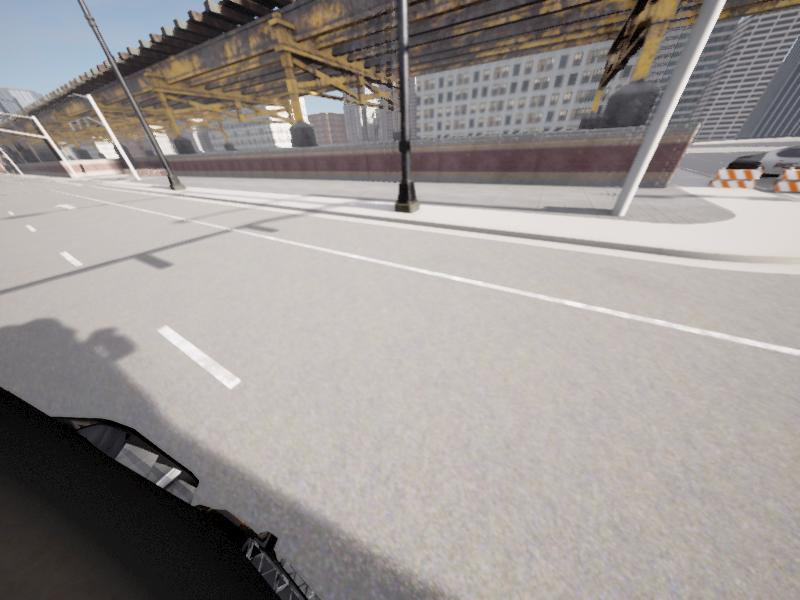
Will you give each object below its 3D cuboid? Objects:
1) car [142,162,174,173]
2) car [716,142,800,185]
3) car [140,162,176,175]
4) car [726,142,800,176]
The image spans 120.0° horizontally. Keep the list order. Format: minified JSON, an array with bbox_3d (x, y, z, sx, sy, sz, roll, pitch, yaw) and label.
[{"bbox_3d":[-41.482,-22.824,39.715,1.853,1.218,4.536,-11,34,-12],"label":"car"},{"bbox_3d":[18.793,-6.105,10.301,2.038,1.542,4.974,-11,34,-12],"label":"car"},{"bbox_3d":[-41.461,-22.666,39.760,2.038,1.542,4.974,-11,34,-12],"label":"car"},{"bbox_3d":[18.772,-6.263,10.256,1.853,1.218,4.536,-11,34,-12],"label":"car"}]
